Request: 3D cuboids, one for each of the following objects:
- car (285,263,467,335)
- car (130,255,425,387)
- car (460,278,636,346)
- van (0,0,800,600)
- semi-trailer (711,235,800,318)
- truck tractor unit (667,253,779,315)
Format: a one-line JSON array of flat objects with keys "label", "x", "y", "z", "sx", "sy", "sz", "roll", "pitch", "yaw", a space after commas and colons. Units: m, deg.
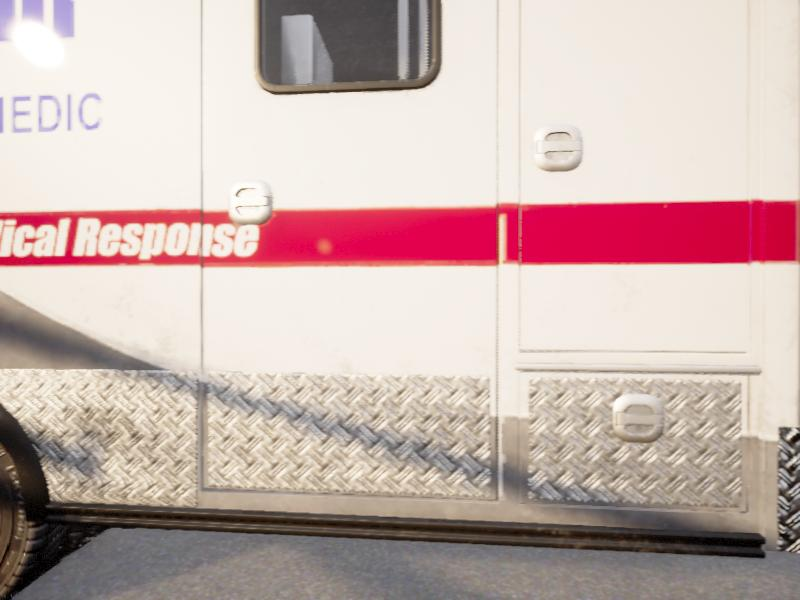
[{"label": "car", "x": -0.730, "y": -0.028, "z": 13.132, "sx": 5.566, "sy": 2.045, "sz": 2.150, "roll": 0, "pitch": 1, "yaw": 16}, {"label": "car", "x": -1.557, "y": 0.228, "z": 5.790, "sx": 3.633, "sy": 1.501, "sz": 1.845, "roll": 0, "pitch": 1, "yaw": 11}, {"label": "car", "x": 3.693, "y": 0.259, "z": 10.210, "sx": 3.806, "sy": 1.475, "sz": 1.970, "roll": 0, "pitch": 0, "yaw": -18}, {"label": "van", "x": 0.034, "y": -0.222, "z": 2.141, "sx": 6.366, "sy": 2.431, "sz": 2.351, "roll": 0, "pitch": 0, "yaw": 5}, {"label": "semi-trailer", "x": 23.045, "y": -1.206, "z": 23.037, "sx": 2.717, "sy": 4.402, "sz": 14.254, "roll": 1, "pitch": 0, "yaw": 15}, {"label": "truck tractor unit", "x": 24.387, "y": -1.094, "z": 30.754, "sx": 3.053, "sy": 4.208, "sz": 6.516, "roll": 0, "pitch": 0, "yaw": -5}]
